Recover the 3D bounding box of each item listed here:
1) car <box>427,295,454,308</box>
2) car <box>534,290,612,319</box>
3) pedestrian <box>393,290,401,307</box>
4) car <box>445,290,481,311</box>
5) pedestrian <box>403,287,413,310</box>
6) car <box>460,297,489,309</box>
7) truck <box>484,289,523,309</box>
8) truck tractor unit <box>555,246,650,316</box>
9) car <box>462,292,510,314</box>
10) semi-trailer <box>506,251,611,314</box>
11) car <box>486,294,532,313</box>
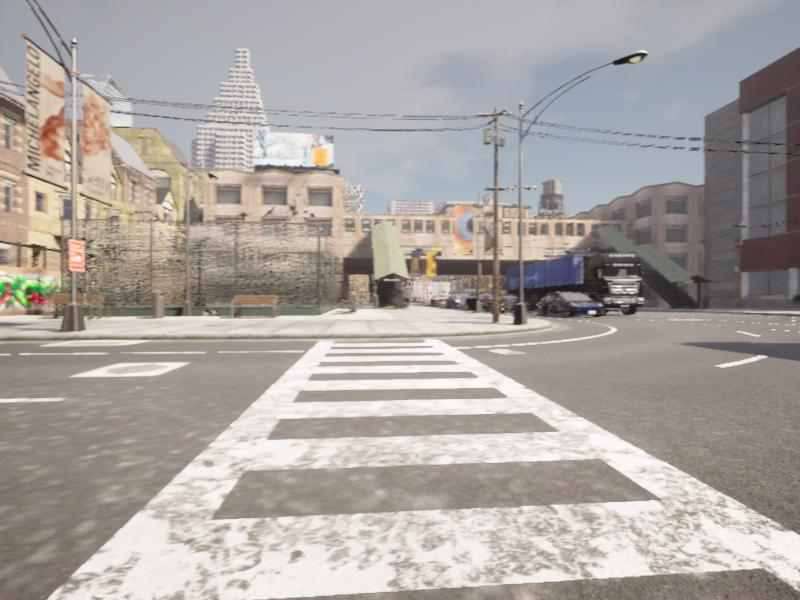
[{"bbox_3d":[4.743,0.184,47.294,2.231,1.521,4.892,0,0,-5],"label":"car"},{"bbox_3d":[9.854,0.245,23.331,2.163,1.488,4.792,0,0,-5],"label":"car"},{"bbox_3d":[-0.303,-0.163,43.778,0.751,1.860,0.751,0,0,-15],"label":"pedestrian"},{"bbox_3d":[5.647,0.070,36.556,2.185,1.767,4.553,0,0,-5],"label":"car"},{"bbox_3d":[0.624,-0.150,32.619,0.751,1.860,0.751,0,0,5],"label":"pedestrian"},{"bbox_3d":[8.083,0.314,43.641,1.895,1.301,4.718,0,0,-5],"label":"car"},{"bbox_3d":[11.520,-0.057,45.084,2.390,2.098,6.274,0,0,-5],"label":"truck"},{"bbox_3d":[13.361,-1.126,27.136,3.053,4.208,6.516,0,0,-1],"label":"truck tractor unit"},{"bbox_3d":[6.345,0.203,30.168,2.097,1.535,5.008,0,0,-5],"label":"car"},{"bbox_3d":[12.936,-1.231,35.035,2.717,4.402,14.254,0,0,-4],"label":"semi-trailer"},{"bbox_3d":[8.971,0.277,33.422,2.033,1.411,5.357,0,0,-5],"label":"car"}]
